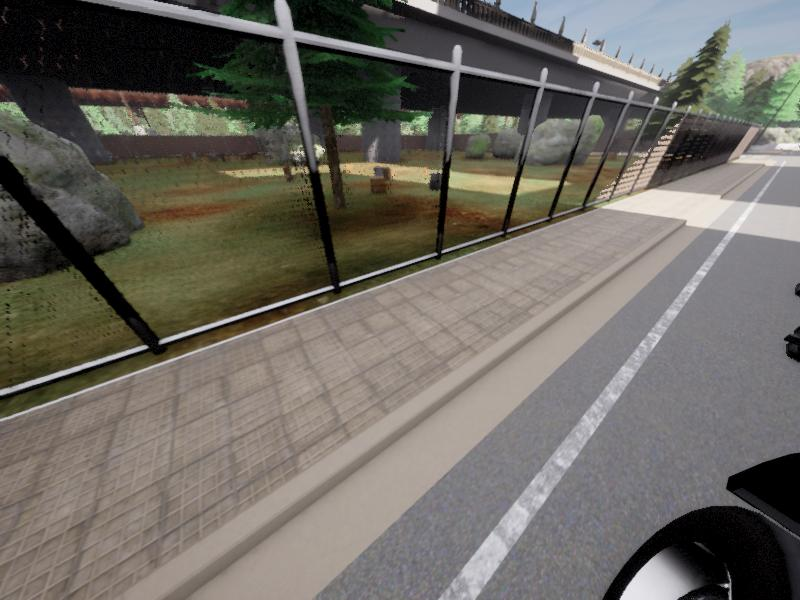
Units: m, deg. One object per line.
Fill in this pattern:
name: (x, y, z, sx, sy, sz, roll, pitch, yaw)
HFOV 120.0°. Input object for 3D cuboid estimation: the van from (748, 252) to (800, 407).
van: (6.321, -0.143, 2.348, 4.480, 2.038, 2.069, -21, 39, -28)
